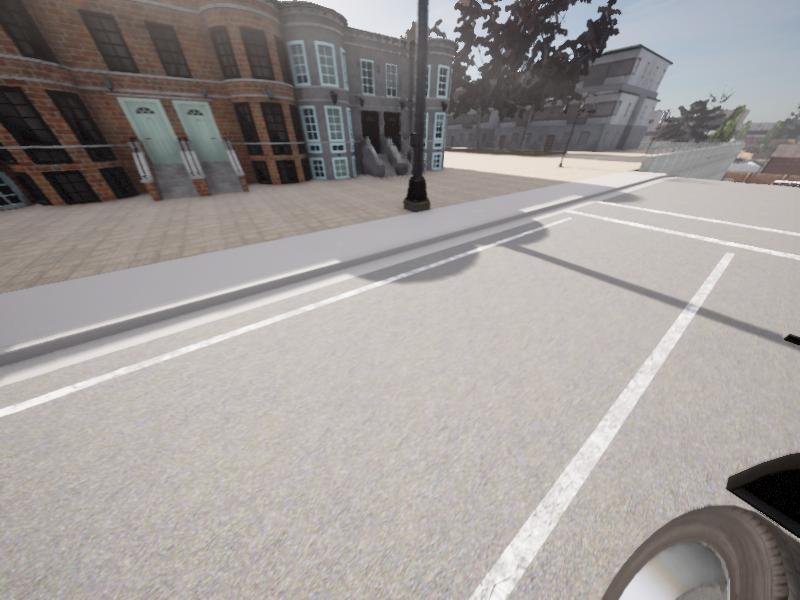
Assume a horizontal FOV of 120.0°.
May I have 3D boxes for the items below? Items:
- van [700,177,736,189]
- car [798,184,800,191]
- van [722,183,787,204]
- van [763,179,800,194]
[{"bbox_3d":[75.850,-28.060,55.183,1.775,1.987,4.442,-22,40,-27],"label":"van"},{"bbox_3d":[22.345,-6.296,11.393,4.553,1.767,2.097,-19,40,-29],"label":"car"},{"bbox_3d":[67.950,-20.654,44.562,2.351,2.431,6.366,-3,37,-3],"label":"van"},{"bbox_3d":[83.988,-24.871,50.532,2.069,2.038,4.480,-22,40,-27],"label":"van"}]
